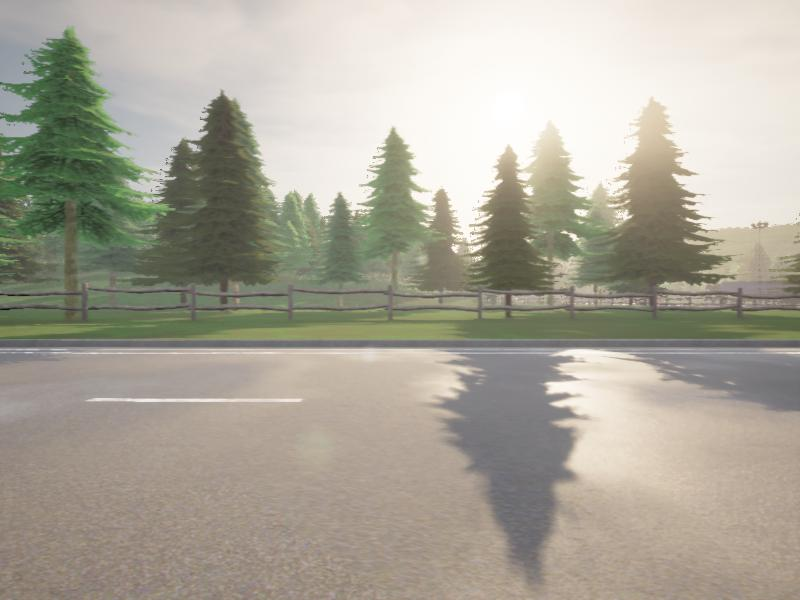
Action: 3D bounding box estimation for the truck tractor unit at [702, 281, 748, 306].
[{"bbox_3d":[58.442,-1.125,72.172,3.053,4.208,6.516,0,0,0],"label":"truck tractor unit"}]

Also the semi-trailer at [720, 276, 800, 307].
[{"bbox_3d":[58.396,-1.221,64.255,2.717,4.402,14.254,0,0,0],"label":"semi-trailer"}]
